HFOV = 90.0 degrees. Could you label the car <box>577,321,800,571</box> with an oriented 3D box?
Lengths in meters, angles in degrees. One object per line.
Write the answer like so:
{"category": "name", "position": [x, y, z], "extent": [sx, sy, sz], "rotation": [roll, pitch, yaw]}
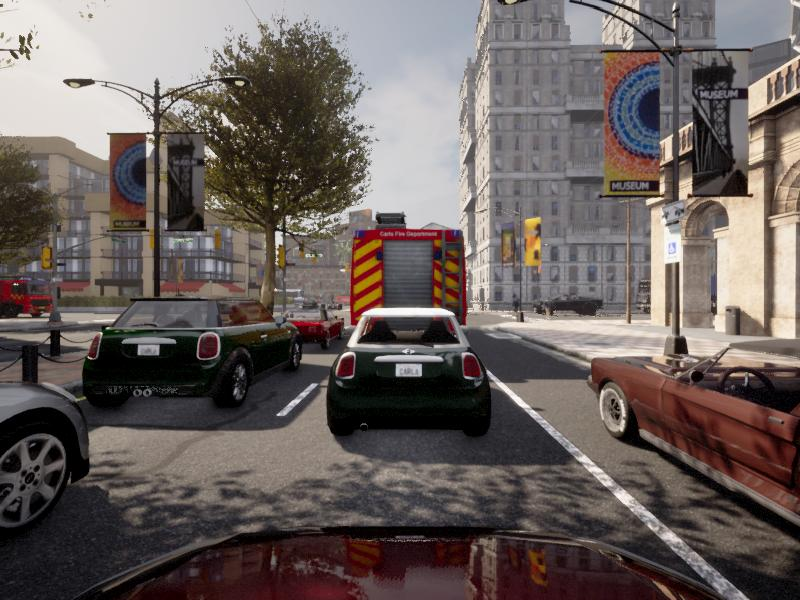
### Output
{"category": "car", "position": [3.308, 0.938, 3.058], "extent": [1.895, 1.301, 4.718], "rotation": [0, 0, 1]}

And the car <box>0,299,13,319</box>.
{"category": "car", "position": [-36.048, 0.771, 33.548], "extent": [5.238, 1.638, 1.930], "rotation": [0, 0, 0]}

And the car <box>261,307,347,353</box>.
{"category": "car", "position": [-3.218, 0.944, 14.445], "extent": [1.895, 1.301, 4.718], "rotation": [0, 0, 1]}

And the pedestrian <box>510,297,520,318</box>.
{"category": "pedestrian", "position": [10.253, 0.637, 35.737], "extent": [0.751, 1.860, 0.751], "rotation": [0, 0, 5]}

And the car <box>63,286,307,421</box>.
{"category": "car", "position": [-3.355, 0.694, 7.527], "extent": [2.097, 1.767, 4.553], "rotation": [0, 0, 1]}

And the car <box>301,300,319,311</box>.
{"category": "car", "position": [-13.798, 0.815, 61.323], "extent": [1.789, 1.549, 3.705], "rotation": [0, 0, 1]}

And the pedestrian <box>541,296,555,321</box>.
{"category": "pedestrian", "position": [11.096, 0.637, 30.053], "extent": [0.751, 1.860, 0.751], "rotation": [0, 0, 0]}

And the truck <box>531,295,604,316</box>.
{"category": "truck", "position": [16.560, 0.542, 39.810], "extent": [6.274, 2.098, 2.390], "rotation": [0, 0, 1]}

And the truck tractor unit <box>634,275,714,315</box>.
{"category": "truck tractor unit", "position": [29.361, -0.522, 43.119], "extent": [6.516, 4.208, 3.053], "rotation": [0, 0, 1]}

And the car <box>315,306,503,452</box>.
{"category": "car", "position": [0.119, 0.853, 6.110], "extent": [1.970, 1.475, 3.806], "rotation": [0, 0, 1]}

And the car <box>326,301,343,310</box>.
{"category": "car", "position": [-10.261, 0.853, 63.188], "extent": [1.970, 1.475, 3.806], "rotation": [0, 0, 1]}

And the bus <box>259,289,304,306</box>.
{"category": "bus", "position": [-30.276, -0.539, 102.423], "extent": [10.273, 4.253, 3.944], "rotation": [0, 0, 2]}

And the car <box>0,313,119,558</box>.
{"category": "car", "position": [-3.473, 0.853, 1.600], "extent": [1.970, 1.475, 3.806], "rotation": [0, 0, 1]}

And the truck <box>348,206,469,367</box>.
{"category": "truck", "position": [0.274, -0.321, 13.781], "extent": [2.891, 3.827, 8.468], "rotation": [0, 0, 1]}

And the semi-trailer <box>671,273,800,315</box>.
{"category": "semi-trailer", "position": [37.271, -0.619, 42.971], "extent": [14.254, 4.402, 2.717], "rotation": [0, 0, 1]}

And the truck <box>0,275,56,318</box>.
{"category": "truck", "position": [-37.345, -0.320, 37.063], "extent": [8.468, 3.827, 2.891], "rotation": [0, 0, 1]}
